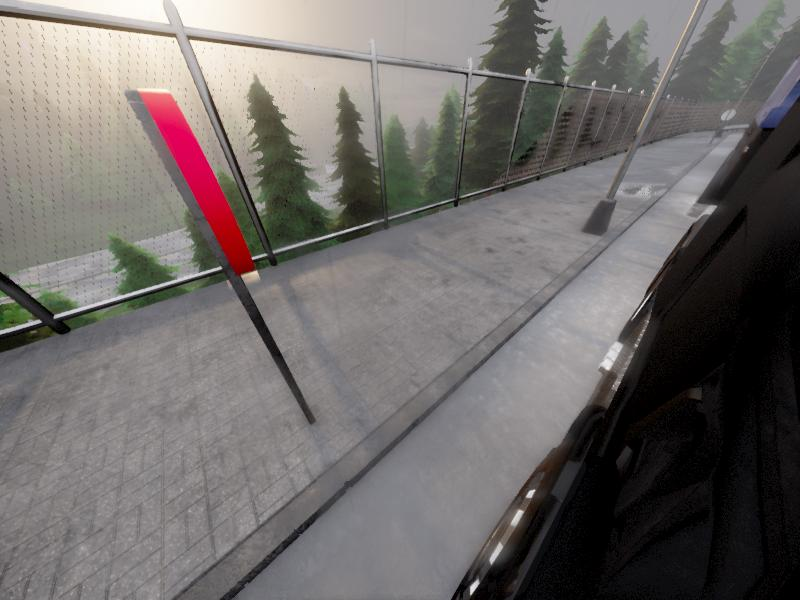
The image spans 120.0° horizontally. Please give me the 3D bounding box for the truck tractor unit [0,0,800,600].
[{"bbox_3d":[2.645,-0.295,0.352,6.516,4.208,3.053,-28,44,-30],"label":"truck tractor unit"}]

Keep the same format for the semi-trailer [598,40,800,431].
[{"bbox_3d":[8.699,-3.605,4.227,14.254,4.402,2.717,-28,44,-30],"label":"semi-trailer"}]

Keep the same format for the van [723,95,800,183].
[{"bbox_3d":[16.357,-6.918,9.756,5.915,2.561,1.988,-28,44,-30],"label":"van"}]
